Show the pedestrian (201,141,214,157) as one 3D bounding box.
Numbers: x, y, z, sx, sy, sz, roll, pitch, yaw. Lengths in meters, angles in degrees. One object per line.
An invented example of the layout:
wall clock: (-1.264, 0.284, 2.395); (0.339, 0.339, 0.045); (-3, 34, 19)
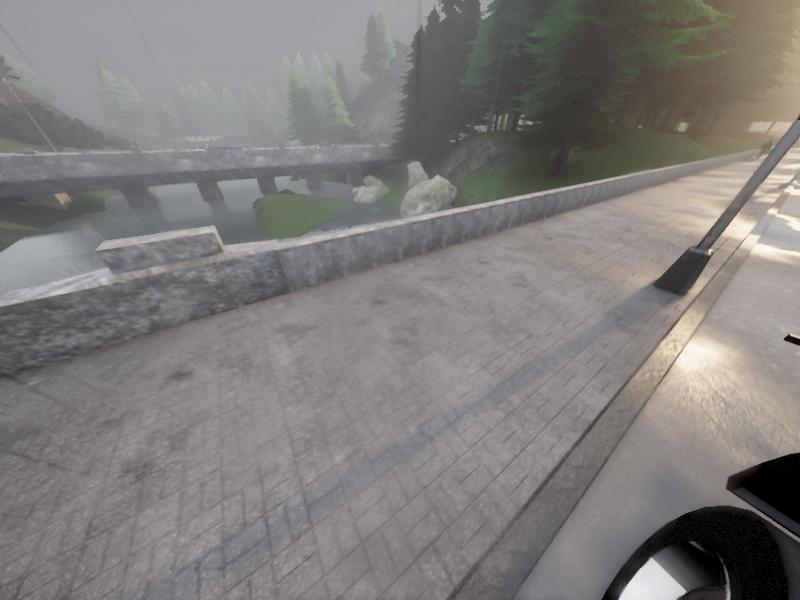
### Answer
pedestrian: (-26.274, -20.680, 31.591); (0.751, 1.860, 0.751); (-21, 40, -26)

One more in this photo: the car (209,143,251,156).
car: (-26.838, -23.842, 36.580); (5.008, 1.535, 1.882); (-21, 40, -27)

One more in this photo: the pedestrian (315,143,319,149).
pedestrian: (-18.076, -33.562, 50.443); (0.500, 1.100, 0.500); (-16, 38, -21)

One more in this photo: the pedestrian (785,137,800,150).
pedestrian: (68.671, -27.336, 40.270); (0.751, 1.860, 0.751); (-20, 40, -26)

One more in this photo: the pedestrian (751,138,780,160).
pedestrian: (37.378, -15.441, 23.658); (0.751, 1.860, 0.751); (-21, 40, -26)

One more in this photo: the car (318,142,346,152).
car: (-12.885, -29.202, 44.075); (4.514, 1.525, 2.007); (-21, 40, -27)
